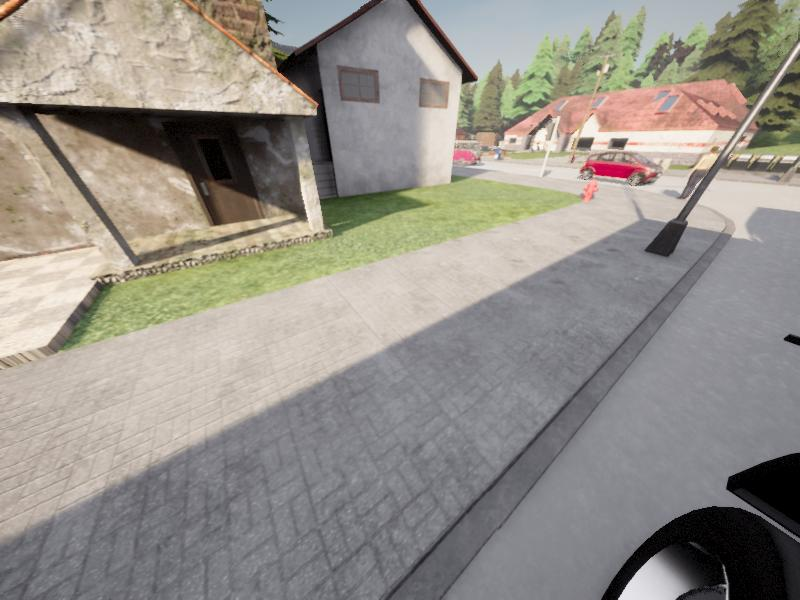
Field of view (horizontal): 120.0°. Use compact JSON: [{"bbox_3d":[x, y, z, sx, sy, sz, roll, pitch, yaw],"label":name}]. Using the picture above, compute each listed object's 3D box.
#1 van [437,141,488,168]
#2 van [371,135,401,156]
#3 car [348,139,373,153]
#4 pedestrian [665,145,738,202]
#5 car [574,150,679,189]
[{"bbox_3d":[5.728,-13.923,21.937,1.775,1.987,4.442,-22,40,-27],"label":"van"},{"bbox_3d":[-2.333,-24.966,37.188,1.988,2.561,5.915,-22,41,-27],"label":"van"},{"bbox_3d":[-7.448,-29.034,43.422,2.150,2.045,5.566,-22,40,-27],"label":"car"},{"bbox_3d":[11.642,-4.933,9.020,0.751,1.860,0.751,14,38,19],"label":"pedestrian"},{"bbox_3d":[12.817,-7.682,13.404,1.789,1.549,3.705,-18,39,-24],"label":"car"}]
